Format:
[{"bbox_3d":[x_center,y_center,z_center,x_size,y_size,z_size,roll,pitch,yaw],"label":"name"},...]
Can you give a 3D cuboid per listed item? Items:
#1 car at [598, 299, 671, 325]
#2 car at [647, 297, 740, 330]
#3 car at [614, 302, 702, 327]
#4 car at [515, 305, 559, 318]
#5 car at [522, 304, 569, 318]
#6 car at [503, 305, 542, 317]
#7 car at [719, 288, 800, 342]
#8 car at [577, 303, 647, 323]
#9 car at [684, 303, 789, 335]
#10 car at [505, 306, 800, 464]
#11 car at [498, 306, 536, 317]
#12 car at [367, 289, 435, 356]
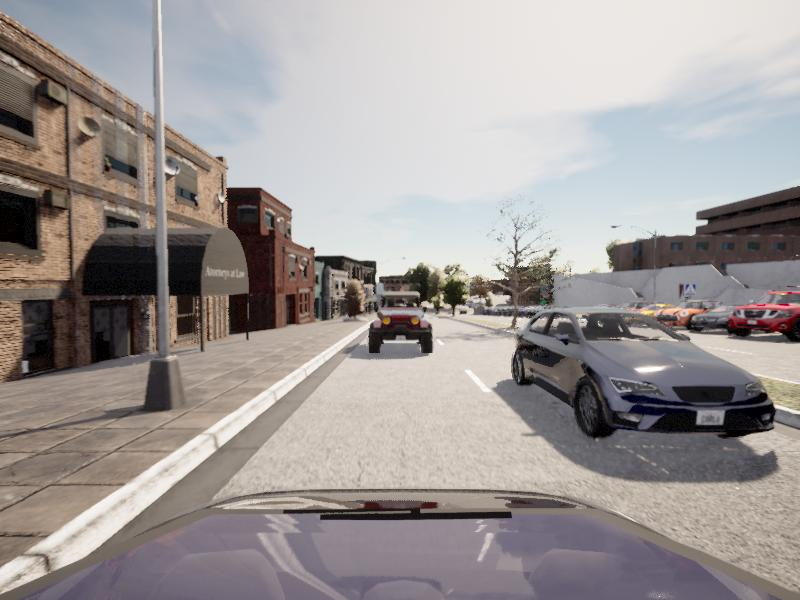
[{"bbox_3d":[17.056,0.853,29.185,4.553,1.767,2.185,1,-1,-20],"label":"car"},{"bbox_3d":[17.040,0.780,23.233,4.553,1.767,2.185,1,-1,-20],"label":"car"},{"bbox_3d":[16.843,0.931,26.129,5.366,1.575,1.946,1,-1,-20],"label":"car"},{"bbox_3d":[17.081,1.421,49.980,5.008,1.535,2.097,1,-1,-19],"label":"car"},{"bbox_3d":[17.070,1.341,47.019,5.008,1.535,2.097,1,-1,-20],"label":"car"},{"bbox_3d":[17.122,1.592,55.891,4.892,1.521,2.231,1,-2,-19],"label":"car"},{"bbox_3d":[16.972,0.603,17.256,5.566,2.045,2.435,1,0,-20],"label":"car"},{"bbox_3d":[17.023,1.024,32.150,5.008,1.535,2.097,1,-1,-20],"label":"car"},{"bbox_3d":[17.004,0.916,20.247,4.674,1.452,2.002,1,0,-20],"label":"car"},{"bbox_3d":[3.014,0.847,5.962,1.816,1.474,4.193,0,0,0],"label":"car"},{"bbox_3d":[17.185,1.680,58.848,4.892,1.521,2.231,1,-2,-18],"label":"car"},{"bbox_3d":[0.026,0.653,13.106,1.905,1.878,3.866,0,-1,0],"label":"car"}]
